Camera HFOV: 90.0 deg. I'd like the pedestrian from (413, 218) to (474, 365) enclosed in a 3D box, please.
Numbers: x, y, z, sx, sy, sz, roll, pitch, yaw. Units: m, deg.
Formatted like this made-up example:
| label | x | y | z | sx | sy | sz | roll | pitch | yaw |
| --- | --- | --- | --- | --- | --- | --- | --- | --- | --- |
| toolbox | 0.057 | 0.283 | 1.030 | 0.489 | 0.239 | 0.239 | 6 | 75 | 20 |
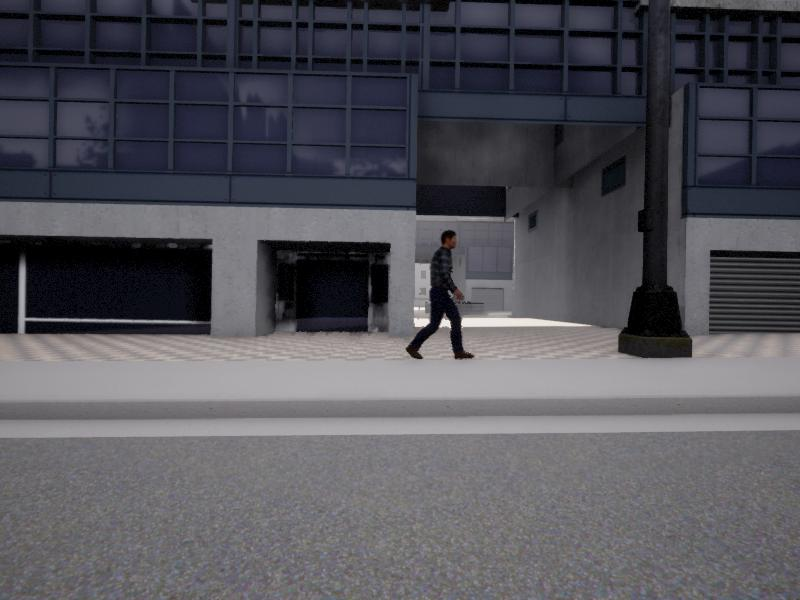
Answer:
| label | x | y | z | sx | sy | sz | roll | pitch | yaw |
| --- | --- | --- | --- | --- | --- | --- | --- | --- | --- |
| pedestrian | 0.619 | -0.112 | 5.481 | 0.751 | 1.860 | 0.751 | 1 | 0 | 11 |
